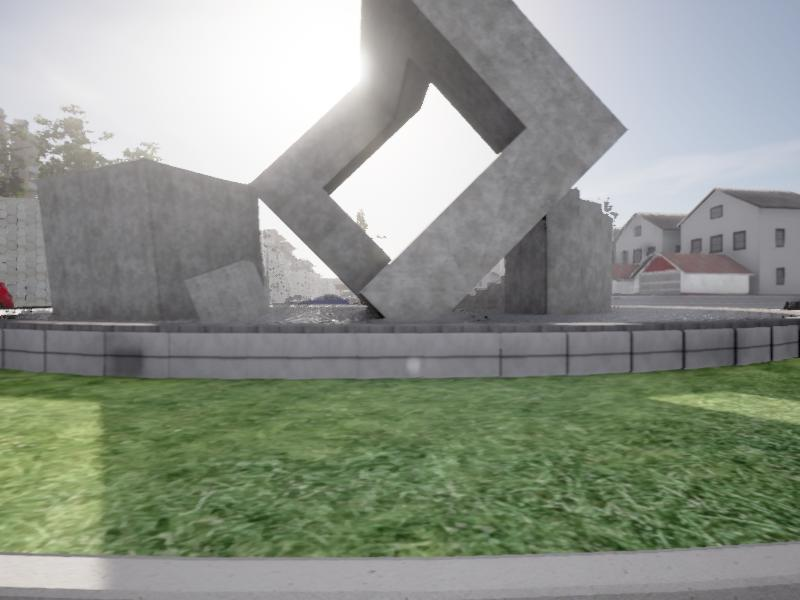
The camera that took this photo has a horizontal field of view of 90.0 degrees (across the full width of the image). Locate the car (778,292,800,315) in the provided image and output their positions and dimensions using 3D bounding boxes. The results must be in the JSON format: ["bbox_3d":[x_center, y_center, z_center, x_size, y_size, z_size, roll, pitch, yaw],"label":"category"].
[{"bbox_3d":[30.879,0.259,28.857,5.238,1.638,1.930,0,0,4],"label":"car"}]

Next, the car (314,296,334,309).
[{"bbox_3d":[-9.060,0.288,47.709,1.812,1.442,4.674,0,0,-4],"label":"car"}]

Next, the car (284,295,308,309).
[{"bbox_3d":[-12.595,0.237,48.636,2.038,1.542,4.974,0,0,-5],"label":"car"}]

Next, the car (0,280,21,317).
[{"bbox_3d":[-23.650,-0.066,20.800,2.150,2.045,5.566,0,0,8],"label":"car"}]

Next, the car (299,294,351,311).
[{"bbox_3d":[-7.586,0.239,40.357,5.008,1.535,1.882,-1,0,-14],"label":"car"}]
